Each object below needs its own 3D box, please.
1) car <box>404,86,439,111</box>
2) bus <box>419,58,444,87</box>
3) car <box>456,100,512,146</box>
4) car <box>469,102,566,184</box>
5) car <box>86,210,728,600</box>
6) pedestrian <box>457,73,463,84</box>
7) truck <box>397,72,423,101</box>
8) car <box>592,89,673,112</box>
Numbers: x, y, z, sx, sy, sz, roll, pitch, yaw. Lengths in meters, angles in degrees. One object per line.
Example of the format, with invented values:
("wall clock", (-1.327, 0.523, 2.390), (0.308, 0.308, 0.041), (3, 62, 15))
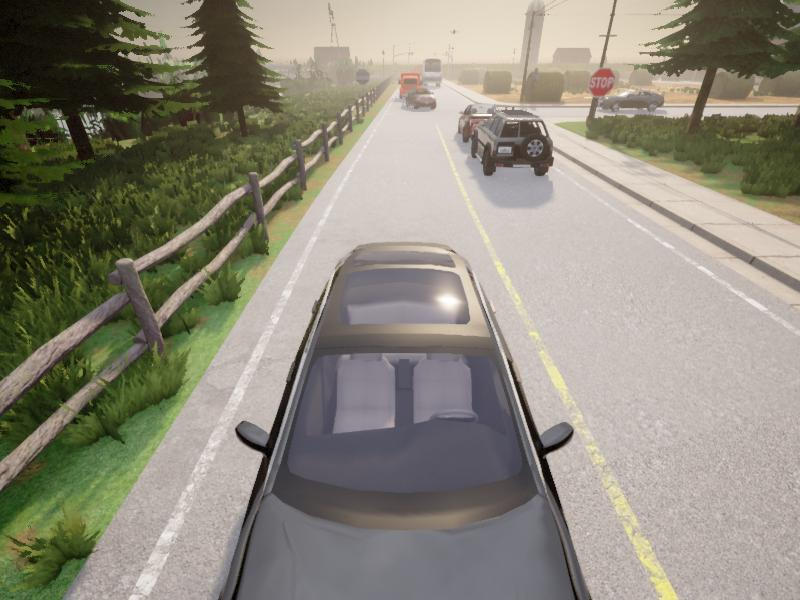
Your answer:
("car", (1.677, -16.727, 33.074), (1.851, 1.617, 3.988), (-7, 31, -12))
("bus", (5.490, -40.814, 71.696), (3.944, 4.253, 10.273), (1, 30, 1))
("car", (3.869, -8.580, 19.190), (2.007, 1.525, 4.514), (2, 30, 3))
("car", (3.648, -5.438, 13.459), (1.932, 1.855, 4.605), (1, 30, 1))
("car", (0.030, 0.759, 3.240), (2.128, 1.511, 4.902), (0, 30, 0))
("pedestrian", (11.033, -40.885, 73.850), (0.751, 1.860, 0.751), (-12, 32, -19))
("truck", (1.106, -22.920, 42.795), (2.627, 2.467, 5.204), (1, 31, 1))
("car", (18.225, -15.777, 31.610), (4.902, 1.511, 2.128), (-1, 30, -1))
